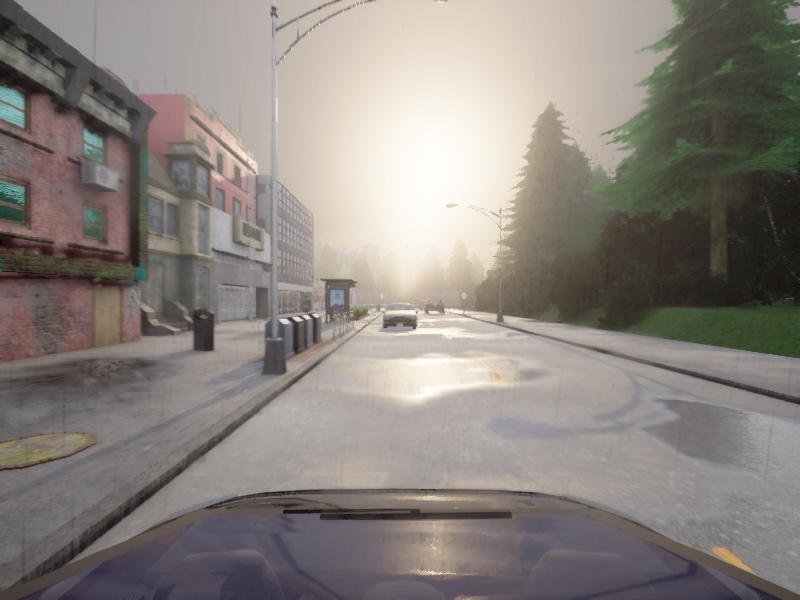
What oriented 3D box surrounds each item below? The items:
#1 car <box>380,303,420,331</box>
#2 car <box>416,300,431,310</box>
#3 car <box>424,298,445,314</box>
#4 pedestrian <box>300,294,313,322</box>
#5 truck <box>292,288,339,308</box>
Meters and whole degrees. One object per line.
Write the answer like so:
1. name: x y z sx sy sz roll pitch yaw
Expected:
1. car: 0.001 0.875 22.967 2.033 1.411 5.357 0 0 0
2. car: 3.767 0.762 63.905 1.789 1.549 3.705 0 0 -6
3. car: 4.009 0.654 47.534 2.097 1.767 4.553 0 0 0
4. pedestrian: -6.361 0.532 27.234 0.751 1.860 0.751 0 0 -7
5. truck: -16.203 -0.387 76.829 8.468 3.827 2.891 0 0 0
